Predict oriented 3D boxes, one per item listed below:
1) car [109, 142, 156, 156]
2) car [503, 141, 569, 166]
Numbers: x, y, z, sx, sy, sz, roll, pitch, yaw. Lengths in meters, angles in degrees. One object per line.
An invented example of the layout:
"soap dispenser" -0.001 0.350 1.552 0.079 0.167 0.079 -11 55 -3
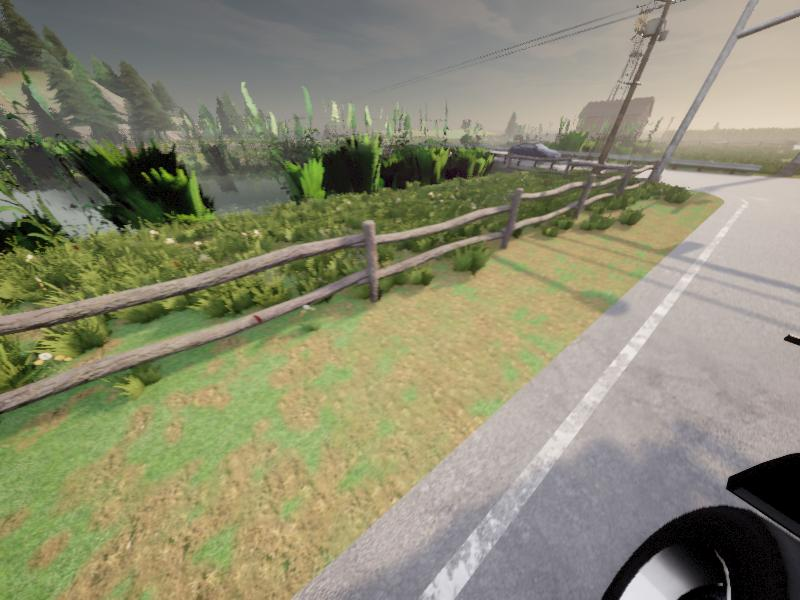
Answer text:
"car" -44.148 -25.145 38.322 4.553 1.767 2.097 -21 40 -27
"car" 11.873 -13.169 20.572 1.812 1.442 4.674 -20 43 -26
